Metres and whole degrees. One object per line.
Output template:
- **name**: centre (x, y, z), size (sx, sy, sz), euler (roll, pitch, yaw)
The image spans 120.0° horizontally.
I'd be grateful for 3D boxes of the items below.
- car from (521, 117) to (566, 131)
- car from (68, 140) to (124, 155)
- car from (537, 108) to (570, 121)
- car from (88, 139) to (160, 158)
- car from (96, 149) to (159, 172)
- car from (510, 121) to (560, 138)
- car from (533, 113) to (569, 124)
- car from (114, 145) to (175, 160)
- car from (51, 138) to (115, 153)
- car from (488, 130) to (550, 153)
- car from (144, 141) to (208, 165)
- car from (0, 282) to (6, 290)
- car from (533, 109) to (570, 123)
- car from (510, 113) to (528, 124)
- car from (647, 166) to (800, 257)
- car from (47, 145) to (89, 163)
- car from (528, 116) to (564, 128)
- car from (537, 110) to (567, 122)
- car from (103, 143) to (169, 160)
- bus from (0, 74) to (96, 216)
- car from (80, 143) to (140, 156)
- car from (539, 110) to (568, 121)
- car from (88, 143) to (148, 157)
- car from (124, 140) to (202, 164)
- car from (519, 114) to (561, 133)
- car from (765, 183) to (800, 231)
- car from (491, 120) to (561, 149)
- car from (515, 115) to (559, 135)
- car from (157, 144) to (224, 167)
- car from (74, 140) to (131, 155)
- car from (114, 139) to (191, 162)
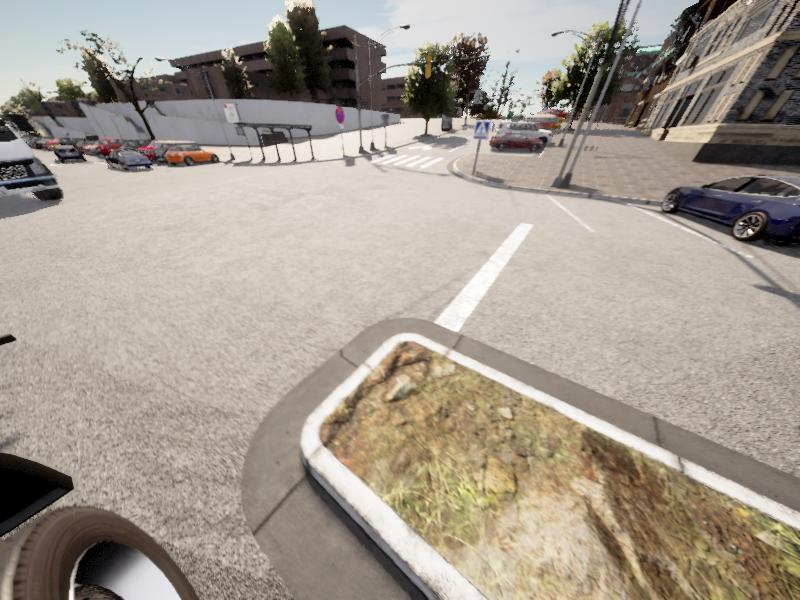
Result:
- **car**: centre (21.808, -26.895, 35.299), size (5.366, 1.575, 1.946), euler (7, 41, 8)
- **car**: centre (-47.154, -23.837, 36.007), size (2.185, 1.767, 4.553), euler (6, 35, 8)
- **car**: centre (35.141, -42.492, 52.983), size (5.566, 2.045, 2.435), euler (8, 37, 7)
- **car**: centre (-36.754, -20.455, 31.105), size (2.435, 2.045, 5.566), euler (6, 35, 8)
- **car**: centre (-24.134, -12.417, 20.441), size (5.357, 1.411, 2.033), euler (20, 40, 25)
- **car**: centre (17.016, -21.765, 29.446), size (4.892, 1.521, 2.231), euler (7, 41, 8)
- **car**: centre (29.409, -35.495, 45.125), size (5.366, 1.575, 1.946), euler (6, 41, 8)
- **car**: centre (-31.570, -18.428, 28.800), size (2.002, 1.452, 4.674), euler (6, 35, 8)
- **car**: centre (-52.342, -25.722, 38.431), size (2.435, 2.045, 5.566), euler (6, 35, 8)
- **car**: centre (10.896, -14.871, 21.630), size (4.674, 1.452, 2.002), euler (7, 41, 8)
- **car**: centre (-23.801, -15.900, 24.852), size (1.878, 1.987, 4.442), euler (7, 35, 8)
- **car**: centre (-9.453, -0.818, 3.803), size (4.181, 1.385, 1.994), euler (17, 39, 21)
- **car**: centre (30.701, -37.433, 46.964), size (5.566, 2.045, 2.435), euler (6, 42, 7)
- **car**: centre (23.794, -36.280, 46.184), size (2.128, 1.511, 4.902), euler (20, 45, 23)
- **car**: centre (10.434, -2.862, 6.797), size (2.163, 1.488, 4.792), euler (9, 35, 12)
- **car**: centre (-37.932, -16.785, 26.392), size (4.792, 1.488, 2.163), euler (25, 42, 30)
- **car**: centre (24.683, -30.324, 39.283), size (4.674, 1.452, 2.002), euler (7, 41, 8)
- **car**: centre (32.203, -39.087, 49.045), size (4.553, 1.767, 2.185), euler (6, 41, 7)
- **car**: centre (-34.131, -19.455, 30.153), size (1.946, 1.575, 5.366), euler (6, 35, 8)
- **bus**: centre (-18.401, -6.102, 8.932), size (10.273, 4.253, 3.944), euler (15, 40, 21)
- **car**: centre (-41.947, -21.997, 33.668), size (2.231, 1.521, 4.892), euler (7, 35, 8)
- **car**: centre (33.736, -40.775, 51.032), size (4.553, 1.767, 2.185), euler (7, 39, 6)
- **car**: centre (-39.356, -21.107, 32.485), size (2.163, 1.488, 4.792), euler (6, 35, 8)
- **car**: centre (-26.372, -16.869, 26.150), size (2.435, 2.045, 5.566), euler (7, 35, 8)
- **car**: centre (19.974, -25.379, 33.231), size (4.442, 1.987, 1.878), euler (7, 42, 8)
- **car**: centre (12.702, -1.701, 5.100), size (1.946, 1.575, 5.366), euler (10, 36, 12)
- **car**: centre (12.448, -16.807, 23.399), size (5.566, 2.045, 2.435), euler (7, 41, 8)
- **car**: centre (18.439, -23.659, 31.266), size (4.442, 1.987, 1.878), euler (7, 42, 8)
- **car**: centre (-21.210, -14.956, 23.721), size (2.185, 1.767, 4.553), euler (7, 35, 9)
- **car**: centre (-44.539, -22.994, 34.837), size (2.185, 1.767, 4.553), euler (6, 35, 8)
- **car**: centre (-28.964, -17.796, 27.432), size (2.435, 2.045, 5.566), euler (6, 35, 8)
